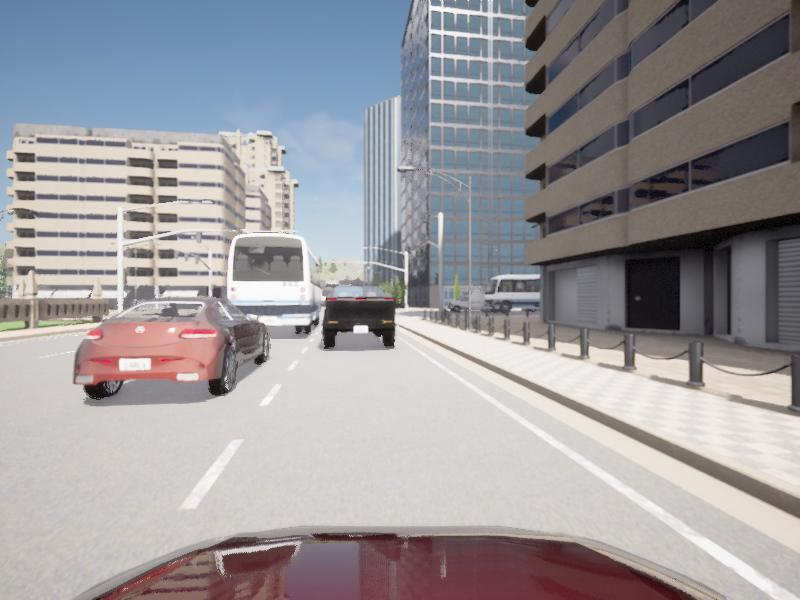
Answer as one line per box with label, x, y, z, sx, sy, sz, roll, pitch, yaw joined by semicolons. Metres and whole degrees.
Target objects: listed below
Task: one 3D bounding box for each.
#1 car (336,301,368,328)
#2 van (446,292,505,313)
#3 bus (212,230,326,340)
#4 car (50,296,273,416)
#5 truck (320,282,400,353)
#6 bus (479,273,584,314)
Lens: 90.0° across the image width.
car;-2.932;0.818;24.779;1.816;1.474;4.193;0;0;-6
van;8.814;0.250;47.101;6.366;2.431;2.351;0;0;-8
bus;-6.079;-0.566;20.866;3.944;4.253;10.273;0;0;-8
car;-4.129;0.769;8.163;2.152;1.651;5.027;0;0;-8
truck;-1.604;0.521;15.092;2.390;2.098;6.274;0;0;-8
bus;14.394;-0.658;44.216;10.273;4.253;3.944;0;0;-8
